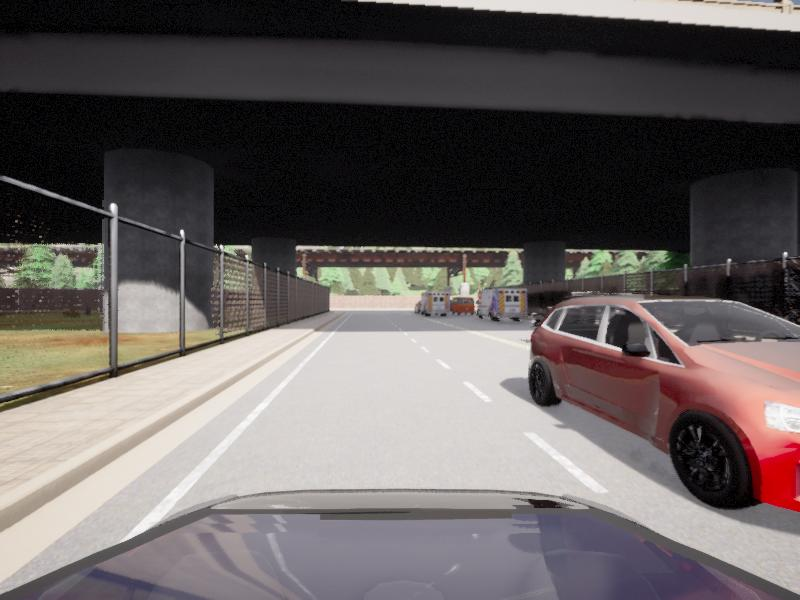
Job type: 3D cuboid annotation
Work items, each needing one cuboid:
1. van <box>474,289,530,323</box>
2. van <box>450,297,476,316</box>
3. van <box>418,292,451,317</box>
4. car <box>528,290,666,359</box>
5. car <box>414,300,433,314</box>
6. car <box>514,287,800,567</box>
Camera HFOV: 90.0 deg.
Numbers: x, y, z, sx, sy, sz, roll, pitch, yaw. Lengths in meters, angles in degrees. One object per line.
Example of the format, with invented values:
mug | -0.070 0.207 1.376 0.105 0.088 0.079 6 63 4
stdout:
van | 7.911 0.430 31.996 2.351 2.431 6.366 0 0 -5
van | 6.836 0.669 44.034 1.775 1.987 4.442 0 0 -5
van | 3.512 0.445 41.927 2.351 2.431 6.366 0 0 -5
car | 6.076 0.674 13.105 1.932 1.855 4.605 0 0 -5
car | 2.845 0.867 49.433 1.851 1.617 3.988 0 0 -5
car | 3.293 0.766 4.716 2.242 1.667 4.611 0 0 -5
